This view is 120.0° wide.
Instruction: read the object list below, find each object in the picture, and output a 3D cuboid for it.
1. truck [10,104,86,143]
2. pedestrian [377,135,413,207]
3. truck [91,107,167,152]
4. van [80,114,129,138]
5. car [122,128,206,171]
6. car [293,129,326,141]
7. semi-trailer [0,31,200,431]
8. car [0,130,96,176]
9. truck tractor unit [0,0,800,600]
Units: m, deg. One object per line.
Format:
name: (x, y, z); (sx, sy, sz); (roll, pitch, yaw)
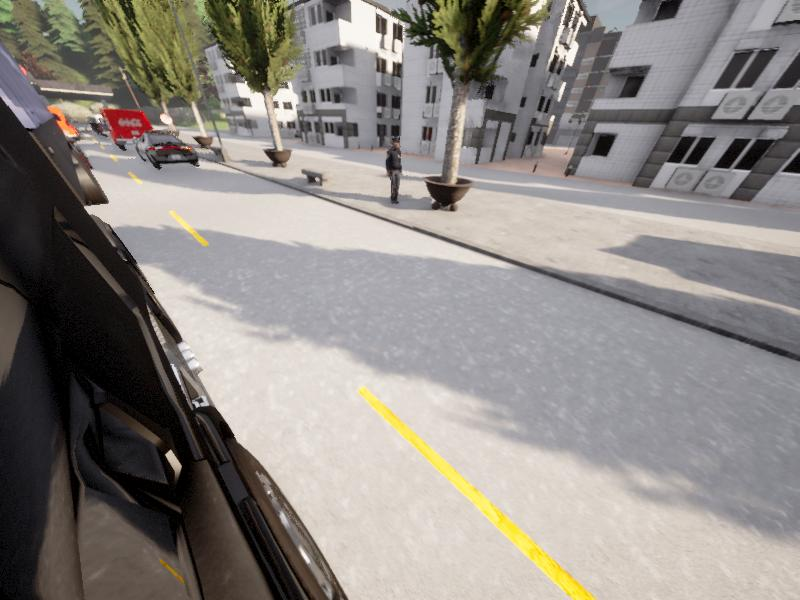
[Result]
truck: (-31.306, -15.834, 20.775); (5.204, 2.467, 2.627); (29, 44, 31)
pedestrian: (-0.180, -4.020, 7.256); (0.751, 1.860, 0.751); (-20, 42, -27)
truck: (-21.242, -13.387, 18.147); (5.204, 2.467, 2.627); (29, 44, 31)
van: (-34.247, -20.214, 26.812); (4.480, 2.038, 2.069); (23, 41, 25)
car: (-13.165, -8.453, 12.850); (4.974, 1.542, 2.038); (30, 44, 31)
car: (-15.483, -28.458, 39.808); (4.974, 1.542, 2.038); (-10, 38, -16)
semi-trailer: (-8.640, -3.645, 4.284); (14.254, 4.402, 2.717); (29, 44, 30)
car: (-16.255, -6.932, 10.746); (4.181, 1.385, 1.994); (30, 44, 31)
truck tractor unit: (-2.645, -0.295, 0.352); (6.516, 4.208, 3.053); (28, 44, 30)
